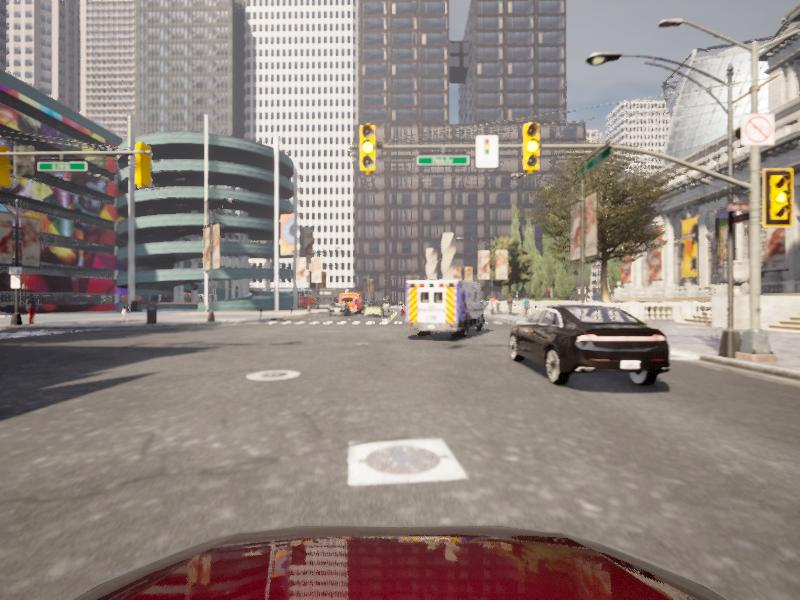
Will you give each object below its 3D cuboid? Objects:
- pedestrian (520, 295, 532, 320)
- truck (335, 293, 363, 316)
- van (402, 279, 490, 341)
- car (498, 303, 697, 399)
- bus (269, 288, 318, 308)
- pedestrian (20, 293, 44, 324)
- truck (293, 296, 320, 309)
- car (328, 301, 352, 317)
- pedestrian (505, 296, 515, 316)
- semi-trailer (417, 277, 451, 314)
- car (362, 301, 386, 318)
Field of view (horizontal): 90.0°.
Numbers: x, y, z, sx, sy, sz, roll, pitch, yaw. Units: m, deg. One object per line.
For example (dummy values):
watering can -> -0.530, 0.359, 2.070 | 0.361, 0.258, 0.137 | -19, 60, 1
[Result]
pedestrian -> 9.390, 0.530, 29.797 | 0.751, 1.860, 0.751 | 0, 0, 10
truck -> -5.904, 0.413, 47.037 | 2.627, 2.467, 5.204 | 0, 2, 1
van -> 2.468, 0.408, 19.070 | 2.351, 2.431, 6.366 | 0, 0, 24
car -> 3.805, 0.849, 8.953 | 2.128, 1.511, 4.902 | 0, 0, 1
bus -> -23.628, -0.371, 88.850 | 10.273, 4.253, 3.944 | 0, -1, 23
pedestrian -> -22.600, 0.538, 24.577 | 0.751, 1.860, 0.751 | 0, 0, 12
truck -> -19.164, 0.499, 81.775 | 5.204, 2.467, 2.627 | 0, 0, 36
car -> -6.014, 0.885, 40.333 | 1.789, 1.549, 3.705 | 0, 0, 1
pedestrian -> 10.243, 0.541, 37.218 | 0.751, 1.860, 0.751 | 0, 0, 3
semi-trailer -> 4.398, -0.532, 55.533 | 2.717, 4.402, 14.254 | 0, 0, -3
car -> -2.508, 0.896, 40.090 | 2.007, 1.525, 4.514 | 0, 0, 1
